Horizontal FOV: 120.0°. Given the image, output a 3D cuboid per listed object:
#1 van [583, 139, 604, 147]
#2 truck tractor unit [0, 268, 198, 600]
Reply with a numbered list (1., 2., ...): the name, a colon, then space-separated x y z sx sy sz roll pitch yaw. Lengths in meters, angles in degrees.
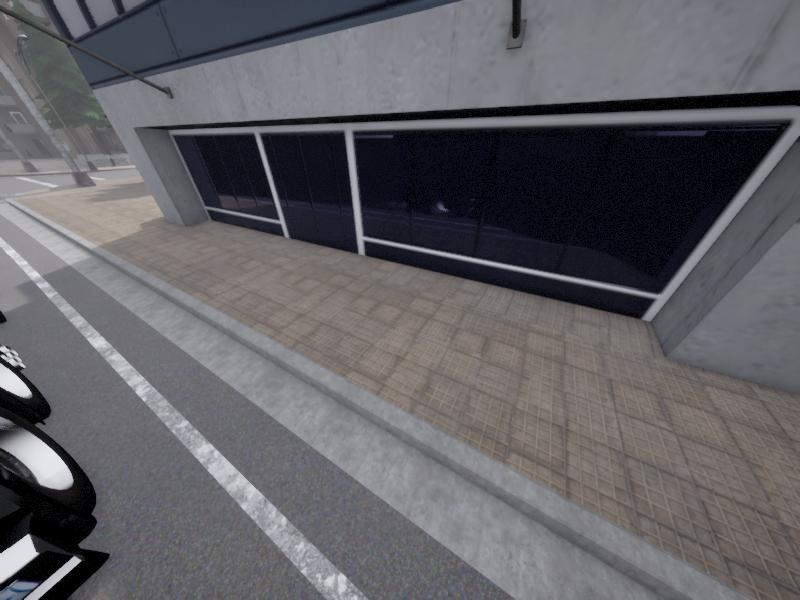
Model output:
1. van: 60.816 -49.473 72.817 4.480 2.038 2.069 17 38 23
2. truck tractor unit: -5.118 -0.294 0.770 6.516 4.208 3.053 18 39 24
